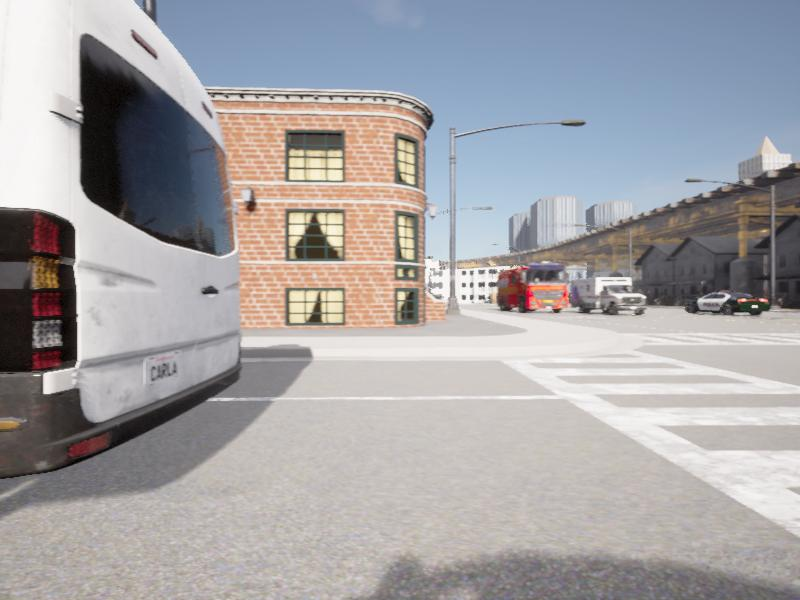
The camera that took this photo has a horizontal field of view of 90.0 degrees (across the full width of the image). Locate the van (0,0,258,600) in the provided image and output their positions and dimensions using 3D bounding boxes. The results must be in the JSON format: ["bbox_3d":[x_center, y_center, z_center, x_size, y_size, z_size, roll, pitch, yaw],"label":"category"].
[{"bbox_3d":[-4.115,-0.274,2.253,5.915,2.561,1.988,0,0,-2],"label":"van"}]

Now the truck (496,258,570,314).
[{"bbox_3d":[10.070,-0.939,31.543,2.891,3.827,8.468,0,0,-1],"label":"truck"}]

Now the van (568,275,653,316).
[{"bbox_3d":[13.835,-0.243,26.929,2.351,2.431,6.366,0,0,0],"label":"van"}]

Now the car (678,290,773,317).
[{"bbox_3d":[20.567,0.196,25.620,2.038,1.542,4.974,0,0,0],"label":"car"}]
